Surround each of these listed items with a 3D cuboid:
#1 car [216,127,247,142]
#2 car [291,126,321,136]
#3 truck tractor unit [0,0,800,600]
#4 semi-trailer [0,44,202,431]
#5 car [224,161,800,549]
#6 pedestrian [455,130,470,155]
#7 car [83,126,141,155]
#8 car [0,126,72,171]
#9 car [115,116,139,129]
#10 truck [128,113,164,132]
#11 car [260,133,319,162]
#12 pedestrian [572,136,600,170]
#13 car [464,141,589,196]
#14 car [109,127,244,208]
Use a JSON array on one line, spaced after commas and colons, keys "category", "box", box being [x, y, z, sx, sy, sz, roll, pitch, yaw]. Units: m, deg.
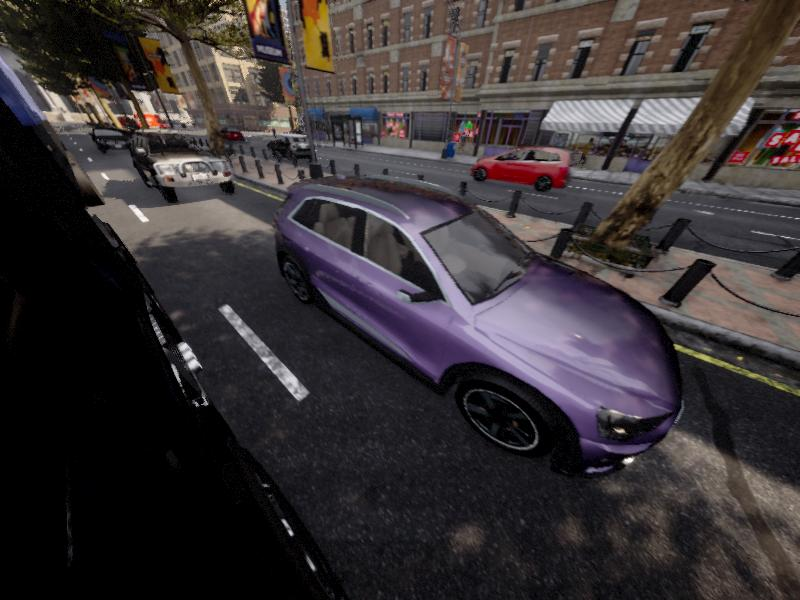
[{"category": "car", "box": [-21.697, -21.292, 29.650, 1.994, 1.385, 4.181, -29, 47, -34]}, {"category": "car", "box": [-18.619, -33.595, 46.030, 2.038, 1.542, 4.974, 26, 43, 29]}, {"category": "truck tractor unit", "box": [-2.645, -0.295, 0.351, 6.516, 4.208, 3.053, 28, 44, 30]}, {"category": "semi-trailer", "box": [-8.698, -3.590, 4.250, 14.254, 4.402, 2.717, 28, 44, 30]}, {"category": "car", "box": [0.223, -0.458, 2.875, 4.856, 1.649, 2.033, 28, 44, 30]}, {"category": "pedestrian", "box": [5.768, -14.525, 21.378, 0.751, 1.860, 0.751, 28, 44, 30]}, {"category": "car", "box": [-21.068, -11.691, 16.855, 4.674, 1.442, 1.812, 28, 44, 30]}, {"category": "car", "box": [-19.003, -7.880, 11.853, 4.892, 1.490, 1.837, 28, 44, 30]}, {"category": "car", "box": [-59.195, -38.509, 50.025, 5.566, 2.045, 2.150, 29, 45, 31]}, {"category": "truck", "box": [-43.670, -30.452, 39.749, 5.204, 2.467, 2.627, 27, 44, 31]}, {"category": "car", "box": [-7.960, -11.078, 16.695, 3.806, 1.475, 1.970, 28, 44, 30]}, {"category": "pedestrian", "box": [12.435, -9.825, 15.475, 0.751, 1.860, 0.751, 24, 42, 26]}, {"category": "car", "box": [5.864, -6.517, 11.187, 4.611, 1.667, 2.242, 28, 44, 30]}, {"category": "car", "box": [-7.801, -4.828, 8.063, 4.605, 1.855, 1.932, 28, 44, 30]}]
